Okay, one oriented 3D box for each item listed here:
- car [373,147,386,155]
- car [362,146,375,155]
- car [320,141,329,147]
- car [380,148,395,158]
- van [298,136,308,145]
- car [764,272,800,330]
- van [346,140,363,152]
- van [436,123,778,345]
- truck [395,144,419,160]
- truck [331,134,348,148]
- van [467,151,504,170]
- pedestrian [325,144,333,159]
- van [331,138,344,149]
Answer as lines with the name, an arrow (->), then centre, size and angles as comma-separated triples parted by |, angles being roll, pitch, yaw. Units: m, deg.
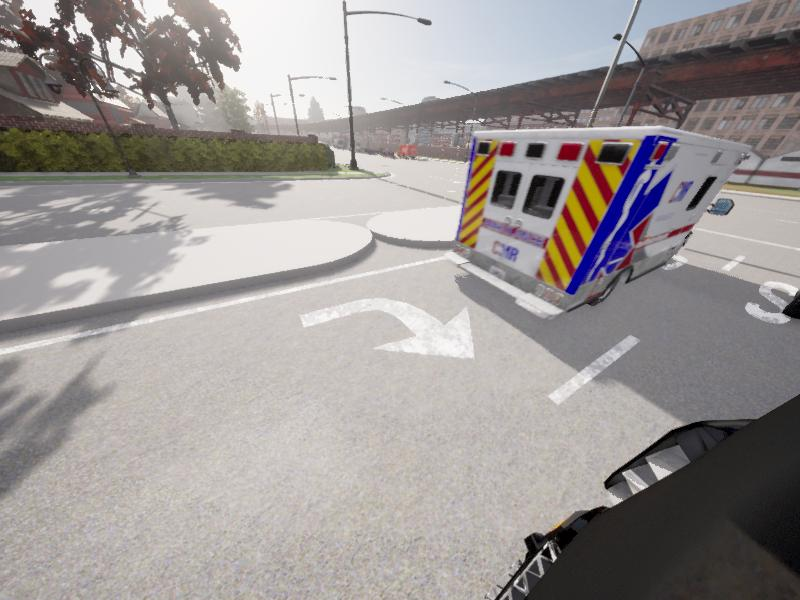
car -> -5.324, -38.125, 58.971 | 1.845, 1.501, 3.633 | -16, 39, -26
car -> -7.611, -36.492, 56.398 | 1.789, 1.549, 3.705 | -16, 39, -26
car -> -27.668, -57.357, 84.653 | 1.801, 1.575, 5.366 | -16, 39, -26
car -> -2.709, -31.441, 49.464 | 1.789, 1.549, 3.705 | -16, 38, -26
van -> -34.818, -57.224, 82.872 | 1.988, 2.561, 5.915 | -16, 39, -26
car -> 8.303, -0.295, 3.650 | 3.633, 1.501, 1.845 | -15, 38, -25
van -> -12.625, -42.097, 63.244 | 2.351, 2.431, 6.366 | -16, 39, -26
van -> 4.153, -1.759, 4.721 | 6.366, 2.431, 2.351 | -16, 38, -26
truck -> 1.332, -31.674, 49.338 | 2.627, 2.467, 5.204 | -16, 38, -26
truck -> -21.109, -55.553, 80.653 | 2.891, 3.827, 8.468 | -16, 39, -26
van -> 12.329, -20.302, 33.632 | 2.069, 2.038, 4.480 | -16, 38, -29
pedestrian -> -10.397, -21.751, 33.879 | 0.751, 1.860, 0.751 | -18, 39, -28
van -> -19.793, -49.623, 73.310 | 1.988, 2.561, 5.915 | -16, 39, -26
